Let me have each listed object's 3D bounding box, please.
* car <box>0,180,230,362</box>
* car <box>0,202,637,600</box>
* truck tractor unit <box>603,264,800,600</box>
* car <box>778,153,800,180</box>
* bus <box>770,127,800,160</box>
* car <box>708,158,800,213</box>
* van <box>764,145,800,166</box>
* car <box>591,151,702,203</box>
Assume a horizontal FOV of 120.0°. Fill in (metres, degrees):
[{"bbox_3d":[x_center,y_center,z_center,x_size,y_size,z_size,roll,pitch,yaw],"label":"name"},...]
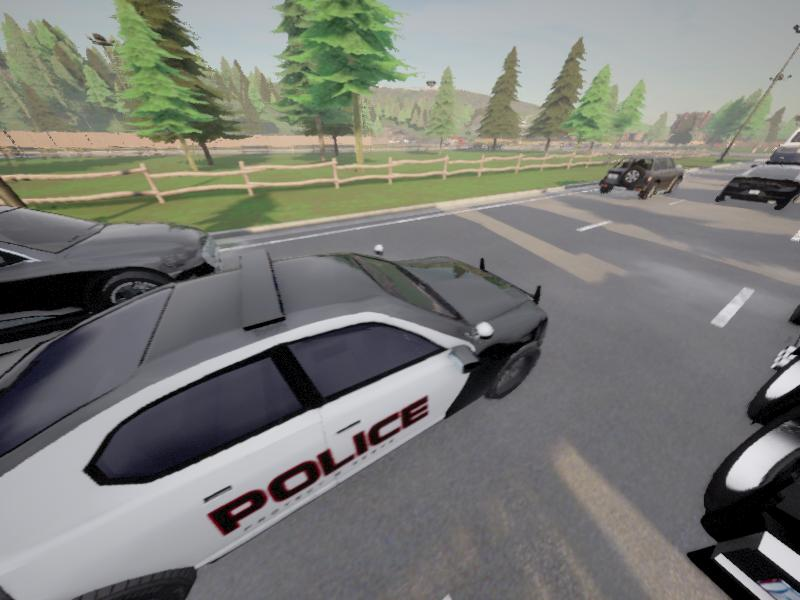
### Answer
[{"bbox_3d":[-5.491,-0.400,3.110,4.856,1.649,2.033,-18,39,-24],"label":"car"},{"bbox_3d":[-0.600,0.359,2.153,4.974,1.542,2.038,-18,39,-24],"label":"car"},{"bbox_3d":[5.110,-0.300,0.796,6.516,4.208,3.053,-18,39,-24],"label":"truck tractor unit"},{"bbox_3d":[32.063,-10.290,17.690,4.611,1.667,2.242,-18,39,-24],"label":"car"},{"bbox_3d":[67.104,-23.735,35.132,3.944,4.253,10.273,-18,39,-24],"label":"bus"},{"bbox_3d":[16.646,-5.277,10.345,5.238,1.638,1.930,-18,39,-24],"label":"car"},{"bbox_3d":[46.897,-17.532,27.990,4.442,1.987,1.775,-18,39,-24],"label":"van"},{"bbox_3d":[12.184,-6.233,11.467,4.605,1.855,1.932,-18,39,-24],"label":"car"}]
